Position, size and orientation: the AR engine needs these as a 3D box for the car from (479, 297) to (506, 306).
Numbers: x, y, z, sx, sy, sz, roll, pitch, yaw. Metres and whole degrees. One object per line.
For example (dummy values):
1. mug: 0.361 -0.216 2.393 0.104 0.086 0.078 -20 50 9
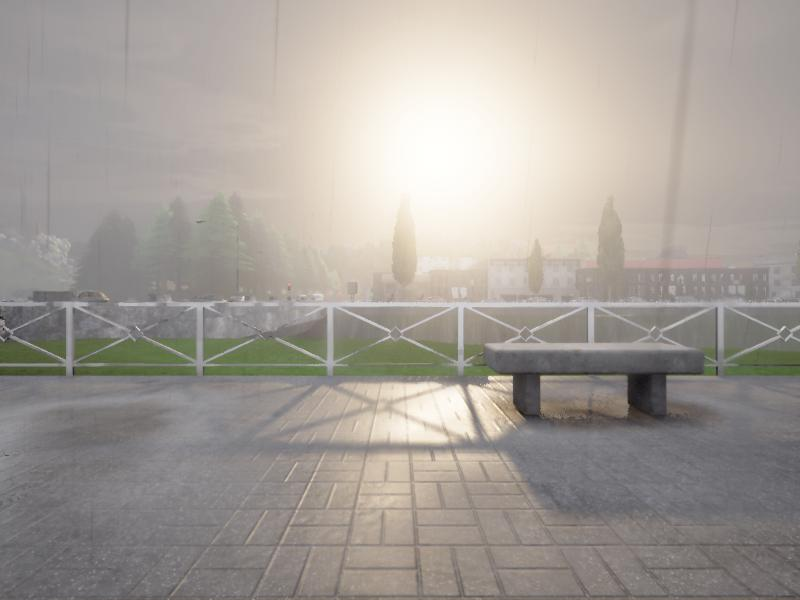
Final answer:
1. car: 14.820 0.253 64.362 3.806 1.475 1.970 0 0 0

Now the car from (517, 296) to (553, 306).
1. car: 21.665 0.171 64.370 5.238 1.638 1.930 0 0 0

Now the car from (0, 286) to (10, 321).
1. car: -20.264 0.157 17.301 2.242 1.667 4.611 0 0 0

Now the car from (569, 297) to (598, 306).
1. car: 29.446 0.266 64.378 3.806 1.475 1.970 0 0 0

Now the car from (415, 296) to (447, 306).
1. car: 4.951 0.181 64.352 5.027 1.651 2.152 0 0 0

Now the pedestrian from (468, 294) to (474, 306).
1. pedestrian: 11.136 0.037 62.966 0.751 1.860 0.751 0 0 -9

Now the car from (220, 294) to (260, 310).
1. car: -16.276 0.226 41.004 2.038 1.542 4.974 0 0 0

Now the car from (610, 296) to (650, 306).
1. car: 36.947 0.172 64.386 5.238 1.638 1.930 0 0 0

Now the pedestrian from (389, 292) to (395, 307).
1. pedestrian: -0.976 -0.064 51.599 0.751 1.860 0.751 0 0 0

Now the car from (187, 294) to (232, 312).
1. car: -16.275 0.254 34.404 1.816 1.474 4.193 0 0 0

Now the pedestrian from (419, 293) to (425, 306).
1. pedestrian: 2.998 -0.065 54.281 0.751 1.860 0.751 0 0 -1

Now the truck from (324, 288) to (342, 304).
1. truck: -16.301 -0.925 98.136 2.891 3.827 8.468 0 0 0

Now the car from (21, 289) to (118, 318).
1. car: -20.265 0.176 24.884 2.033 1.649 4.856 0 1 0
